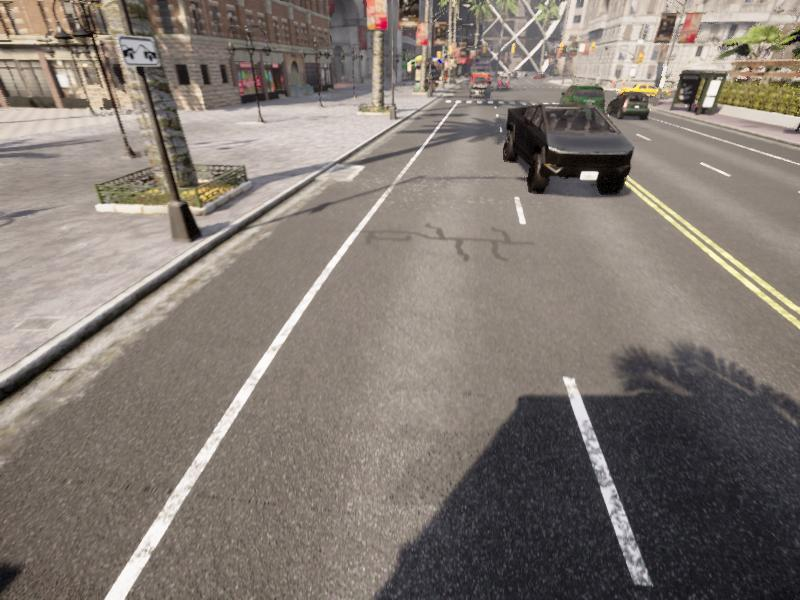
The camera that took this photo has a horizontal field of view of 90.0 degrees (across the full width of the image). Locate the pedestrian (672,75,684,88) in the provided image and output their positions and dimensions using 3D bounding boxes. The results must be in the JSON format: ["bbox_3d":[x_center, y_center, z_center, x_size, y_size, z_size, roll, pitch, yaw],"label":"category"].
[{"bbox_3d":[45.014,-35.390,64.796,0.751,1.860,0.751,5,31,8],"label":"pedestrian"}]

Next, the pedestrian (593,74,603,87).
[{"bbox_3d":[33.381,-37.029,67.456,0.751,1.860,0.751,2,30,2],"label":"pedestrian"}]

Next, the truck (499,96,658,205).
[{"bbox_3d":[4.891,-4.958,12.450,2.390,2.098,6.274,2,30,3],"label":"truck"}]

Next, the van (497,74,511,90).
[{"bbox_3d":[15.906,-33.486,61.416,1.775,1.987,4.442,6,31,9],"label":"van"}]

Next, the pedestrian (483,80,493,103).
[{"bbox_3d":[8.405,-19.913,38.224,0.751,1.860,0.751,6,31,10],"label":"pedestrian"}]

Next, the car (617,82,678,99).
[{"bbox_3d":[28.045,-23.840,45.527,5.366,1.575,1.801,6,31,9],"label":"car"}]

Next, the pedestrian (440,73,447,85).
[{"bbox_3d":[7.795,-39.549,71.452,0.751,1.860,0.751,-24,38,-35],"label":"pedestrian"}]

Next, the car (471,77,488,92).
[{"bbox_3d":[11.030,-29.838,55.321,2.097,1.767,4.553,6,31,9],"label":"car"}]

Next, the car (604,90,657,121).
[{"bbox_3d":[15.740,-13.453,27.576,1.851,1.617,3.988,6,31,9],"label":"car"}]

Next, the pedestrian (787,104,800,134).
[{"bbox_3d":[20.669,-9.445,20.190,0.751,1.860,0.751,6,31,9],"label":"pedestrian"}]

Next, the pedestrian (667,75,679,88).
[{"bbox_3d":[43.828,-35.072,64.238,0.751,1.860,0.751,5,31,7],"label":"pedestrian"}]

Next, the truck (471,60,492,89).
[{"bbox_3d":[13.433,-37.252,66.004,2.891,3.827,8.468,6,31,9],"label":"truck"}]

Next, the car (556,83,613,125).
[{"bbox_3d":[11.919,-13.027,26.368,2.150,2.045,5.566,6,31,10],"label":"car"}]

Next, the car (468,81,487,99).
[{"bbox_3d":[8.562,-23.028,43.897,1.789,1.549,3.705,6,31,9],"label":"car"}]

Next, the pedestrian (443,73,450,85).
[{"bbox_3d":[8.275,-39.264,70.971,0.751,1.860,0.751,17,34,26],"label":"pedestrian"}]

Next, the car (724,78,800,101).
[{"bbox_3d":[39.477,-22.965,43.673,5.566,2.045,2.150,5,31,8],"label":"car"}]

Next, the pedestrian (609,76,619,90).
[{"bbox_3d":[33.420,-33.931,62.459,0.751,1.860,0.751,4,31,7],"label":"pedestrian"}]
